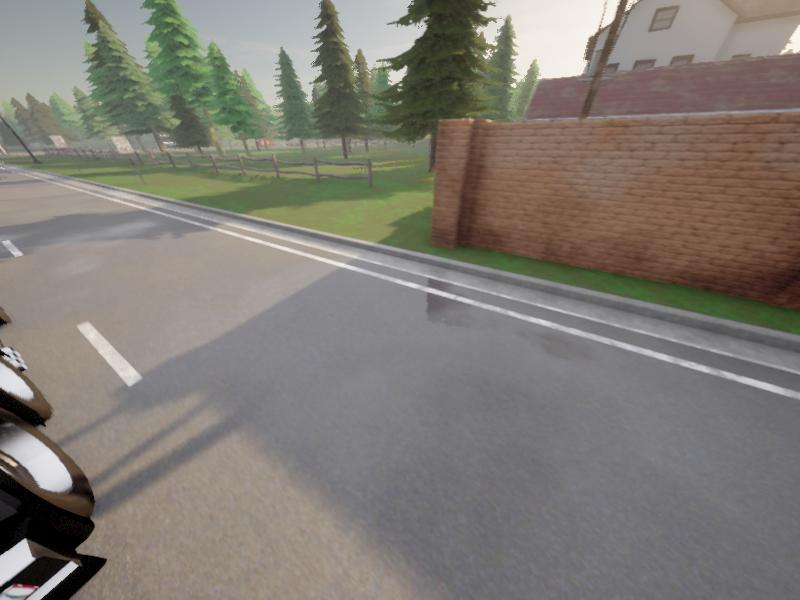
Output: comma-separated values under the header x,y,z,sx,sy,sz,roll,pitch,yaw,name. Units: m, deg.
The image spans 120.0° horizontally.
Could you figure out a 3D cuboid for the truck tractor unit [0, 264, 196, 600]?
x,y,z,sx,sy,sz,roll,pitch,yaw,name
-5.113,-0.295,0.795,6.516,4.208,3.053,18,38,24,truck tractor unit
